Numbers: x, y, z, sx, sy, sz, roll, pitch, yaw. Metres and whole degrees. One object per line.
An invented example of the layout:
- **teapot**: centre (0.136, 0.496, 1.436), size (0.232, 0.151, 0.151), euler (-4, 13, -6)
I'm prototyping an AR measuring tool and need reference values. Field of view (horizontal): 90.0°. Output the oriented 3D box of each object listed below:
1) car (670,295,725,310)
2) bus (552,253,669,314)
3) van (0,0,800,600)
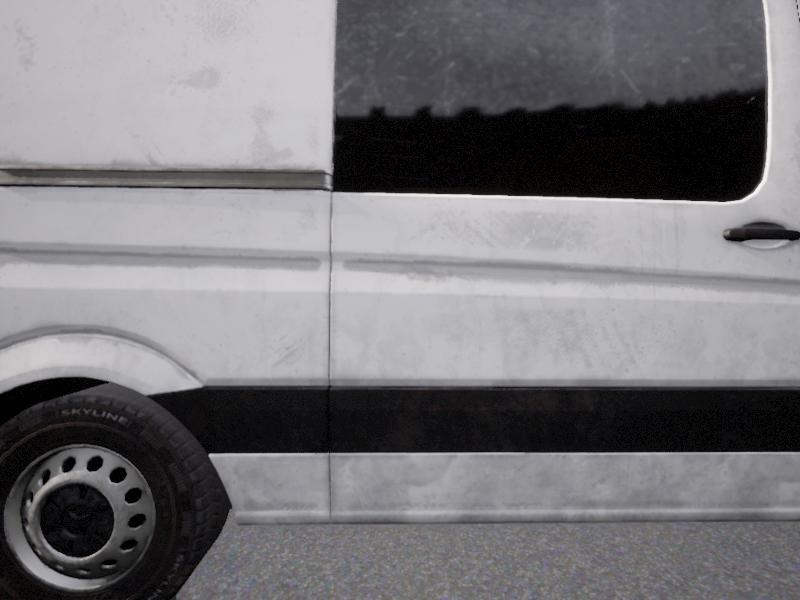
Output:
- **car**: centre (29.867, 0.251, 40.372), size (2.163, 1.488, 4.792), euler (0, 0, 2)
- **bus**: centre (16.488, -1.134, 32.689), size (3.944, 4.253, 10.273), euler (0, 0, -2)
- **van**: centre (0.744, -0.278, 2.191), size (5.915, 2.561, 1.988), euler (0, 0, -1)
